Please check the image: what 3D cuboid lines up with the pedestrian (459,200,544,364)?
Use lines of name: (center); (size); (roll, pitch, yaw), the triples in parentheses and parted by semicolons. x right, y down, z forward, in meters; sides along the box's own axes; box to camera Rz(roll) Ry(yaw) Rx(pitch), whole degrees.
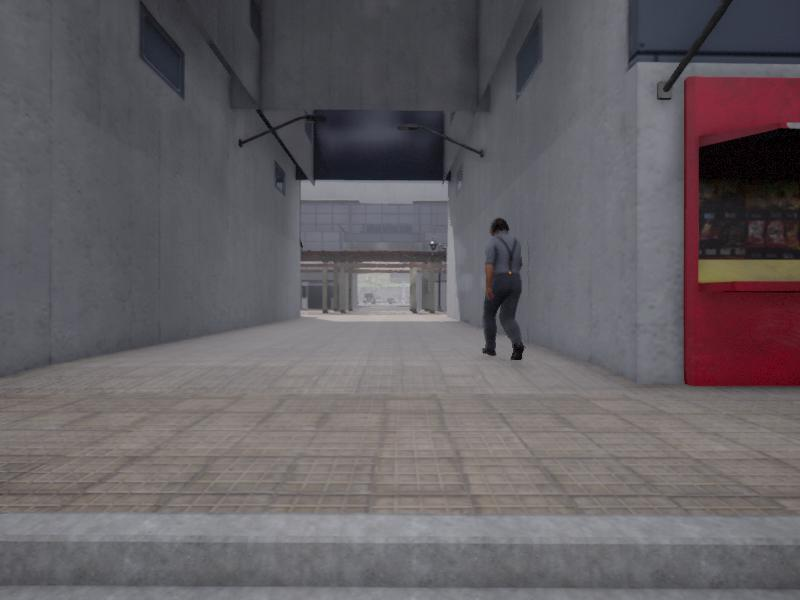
pedestrian: (1.237, -0.206, 4.993); (0.751, 1.860, 0.751); (0, 0, -14)
